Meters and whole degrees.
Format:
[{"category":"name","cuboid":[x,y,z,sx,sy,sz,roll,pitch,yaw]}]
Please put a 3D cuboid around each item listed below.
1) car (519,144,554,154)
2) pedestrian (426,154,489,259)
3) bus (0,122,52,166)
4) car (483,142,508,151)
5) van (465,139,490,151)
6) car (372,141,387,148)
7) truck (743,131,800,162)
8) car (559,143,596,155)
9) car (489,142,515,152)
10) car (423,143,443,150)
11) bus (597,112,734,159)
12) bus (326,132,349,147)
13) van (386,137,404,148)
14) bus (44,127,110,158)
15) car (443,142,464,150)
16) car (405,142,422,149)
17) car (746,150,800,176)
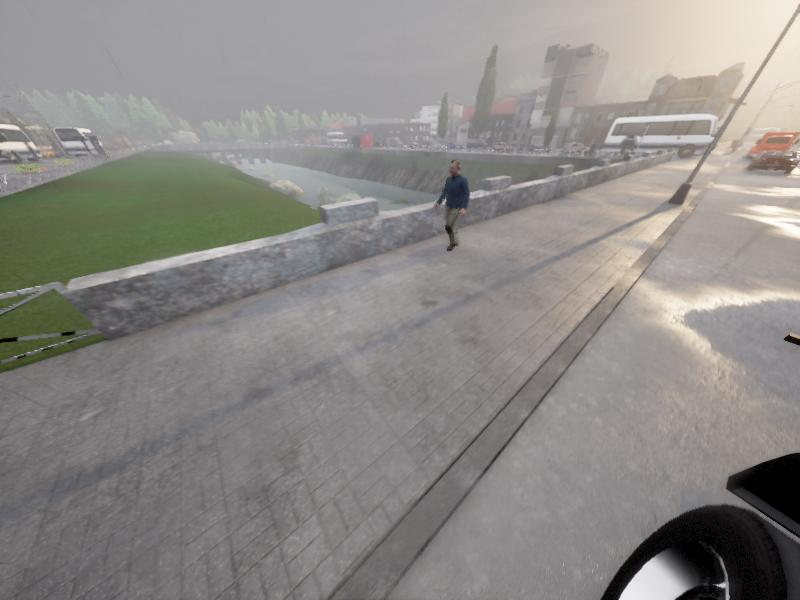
[{"category":"car","cuboid":[23.465,-26.236,39.956,1.895,1.301,4.718,-25,42,-31]},{"category":"pedestrian","cuboid":[1.124,-1.935,4.853,0.751,1.860,0.751,-25,42,-30]},{"category":"bus","cuboid":[-50.629,-19.736,29.199,3.944,4.253,10.273,-25,41,-31]},{"category":"car","cuboid":[20.099,-32.300,48.608,1.994,1.385,4.181,-25,42,-31]},{"category":"van","cuboid":[15.902,-31.856,47.497,1.775,1.987,4.442,-25,42,-31]},{"category":"car","cuboid":[-6.226,-47.348,70.236,2.242,1.667,4.611,-25,42,-30]},{"category":"truck","cuboid":[39.744,-16.405,24.657,5.204,2.467,2.627,-25,42,-31]},{"category":"car","cuboid":[27.448,-23.491,35.818,1.970,1.475,3.806,-25,42,-31]},{"category":"car","cuboid":[19.421,-29.161,44.039,1.970,1.475,3.806,-25,42,-31]},{"category":"car","cuboid":[7.844,-37.262,55.944,1.895,1.301,4.718,-25,42,-31]},{"category":"bus","cuboid":[32.986,-20.884,29.591,3.944,4.253,10.273,-26,42,-31]},{"category":"bus","cuboid":[-23.817,-60.922,87.645,3.944,4.253,10.273,-25,42,-31]},{"category":"van","cuboid":[-1.474,-44.341,65.112,1.988,2.561,5.915,-25,42,-31]},{"category":"bus","cuboid":[-59.134,-29.191,42.820,3.944,4.253,10.273,-25,42,-31]},{"category":"car","cuboid":[11.946,-34.440,51.694,1.816,1.474,4.193,-25,42,-31]},{"category":"car","cuboid":[3.475,-40.406,60.371,1.812,1.442,4.674,-25,42,-31]},{"category":"car","cuboid":[27.322,-10.109,16.857,4.718,1.301,1.895,-25,42,-31]}]
